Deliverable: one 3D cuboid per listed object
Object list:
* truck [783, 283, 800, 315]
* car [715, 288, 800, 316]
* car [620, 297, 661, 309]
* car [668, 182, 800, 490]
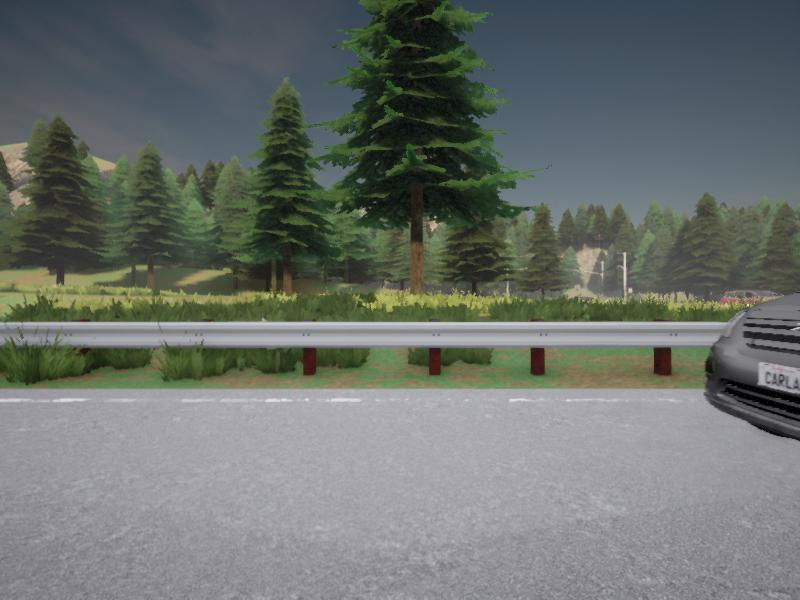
[{"bbox_3d":[27.565,-0.090,24.353,2.390,2.098,6.274,0,0,-1],"label":"truck"},{"bbox_3d":[24.030,0.126,26.768,2.242,1.667,4.611,0,0,-1],"label":"car"},{"bbox_3d":[27.487,0.312,45.912,1.895,1.301,4.718,0,0,1],"label":"car"},{"bbox_3d":[4.093,0.188,2.202,3.988,1.617,1.851,0,0,0],"label":"car"}]
